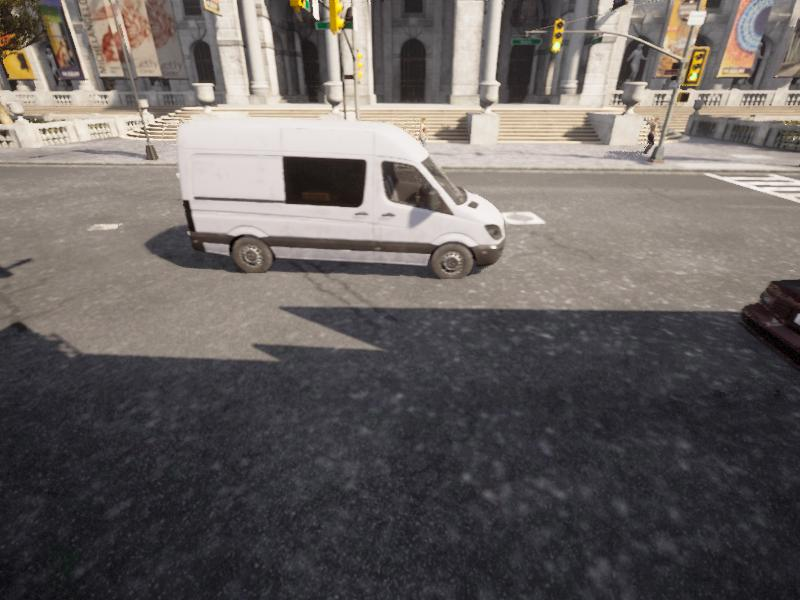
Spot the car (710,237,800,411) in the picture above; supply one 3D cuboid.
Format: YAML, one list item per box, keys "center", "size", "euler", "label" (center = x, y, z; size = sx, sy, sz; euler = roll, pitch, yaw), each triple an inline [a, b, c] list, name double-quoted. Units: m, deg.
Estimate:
- center: [7.006, 0.390, 4.297]
  size: [5.357, 1.411, 2.033]
  euler: [2, 27, 4]
  label: "car"

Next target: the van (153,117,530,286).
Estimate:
- center: [-0.932, -1.990, 7.672]
  size: [5.915, 2.561, 1.988]
  euler: [3, 27, 3]
  label: "van"

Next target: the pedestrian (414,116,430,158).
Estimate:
- center: [1.107, -8.128, 19.948]
  size: [0.751, 1.860, 0.751]
  euler: [2, 27, 3]
  label: "pedestrian"

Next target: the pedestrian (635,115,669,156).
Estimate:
- center: [12.826, -8.364, 20.384]
  size: [0.751, 1.860, 0.751]
  euler: [-2, 27, -4]
  label: "pedestrian"
